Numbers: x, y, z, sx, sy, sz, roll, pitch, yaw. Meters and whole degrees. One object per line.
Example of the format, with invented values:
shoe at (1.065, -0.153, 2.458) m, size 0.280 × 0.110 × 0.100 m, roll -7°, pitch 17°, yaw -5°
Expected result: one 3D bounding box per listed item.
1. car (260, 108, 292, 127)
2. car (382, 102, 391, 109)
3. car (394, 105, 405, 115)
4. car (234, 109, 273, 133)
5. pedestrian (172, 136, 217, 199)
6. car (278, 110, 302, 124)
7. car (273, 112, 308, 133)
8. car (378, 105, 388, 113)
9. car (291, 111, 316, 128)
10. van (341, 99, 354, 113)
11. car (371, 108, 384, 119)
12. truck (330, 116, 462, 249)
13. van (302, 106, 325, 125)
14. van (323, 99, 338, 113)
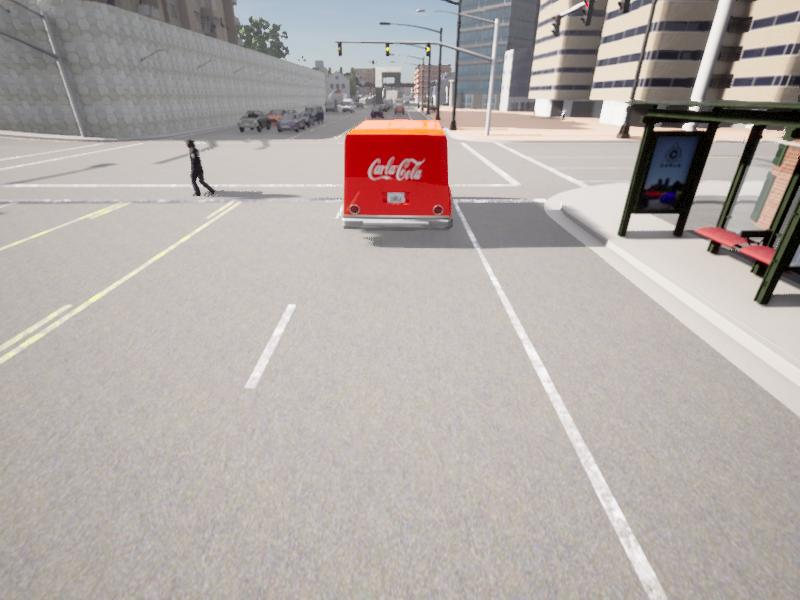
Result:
car at (-14.036, -20.781, 45.521) m, size 2.097 × 1.767 × 4.553 m, roll 0°, pitch 27°, yaw 0°
car at (-3.579, -51.107, 105.060) m, size 2.097 × 1.767 × 4.553 m, roll 0°, pitch 27°, yaw 1°
car at (-0.062, -36.062, 75.892) m, size 2.007 × 1.525 × 4.514 m, roll 0°, pitch 27°, yaw 0°
car at (-14.031, -17.318, 38.631) m, size 1.932 × 1.855 × 4.605 m, roll 0°, pitch 27°, yaw 0°
pedestrian at (-6.703, -4.350, 13.139) m, size 0.751 × 1.860 × 0.751 m, roll -2°, pitch 27°, yaw -4°
car at (-14.039, -23.496, 51.204) m, size 1.816 × 1.474 × 4.193 m, roll 0°, pitch 27°, yaw 0°
car at (-10.531, -17.293, 38.861) m, size 2.033 × 1.649 × 4.856 m, roll 0°, pitch 27°, yaw 0°
car at (-3.570, -41.046, 85.746) m, size 1.970 × 1.475 × 3.806 m, roll 0°, pitch 27°, yaw 0°
car at (-10.537, -19.882, 44.047) m, size 1.845 × 1.501 × 3.633 m, roll 0°, pitch 27°, yaw 0°
van at (-10.570, -39.274, 80.956) m, size 1.988 × 2.561 × 5.915 m, roll 0°, pitch 27°, yaw 0°
car at (-3.473, -29.153, 62.496) m, size 1.895 × 1.301 × 4.718 m, roll 0°, pitch 27°, yaw 0°
truck at (0.018, -3.468, 10.807) m, size 2.627 × 2.467 × 5.204 m, roll 1°, pitch 28°, yaw 2°
van at (-10.538, -22.661, 48.996) m, size 1.775 × 1.987 × 4.442 m, roll 0°, pitch 27°, yaw 0°
van at (-14.070, -39.570, 81.537) m, size 1.988 × 2.561 × 5.915 m, roll 0°, pitch 27°, yaw 0°
